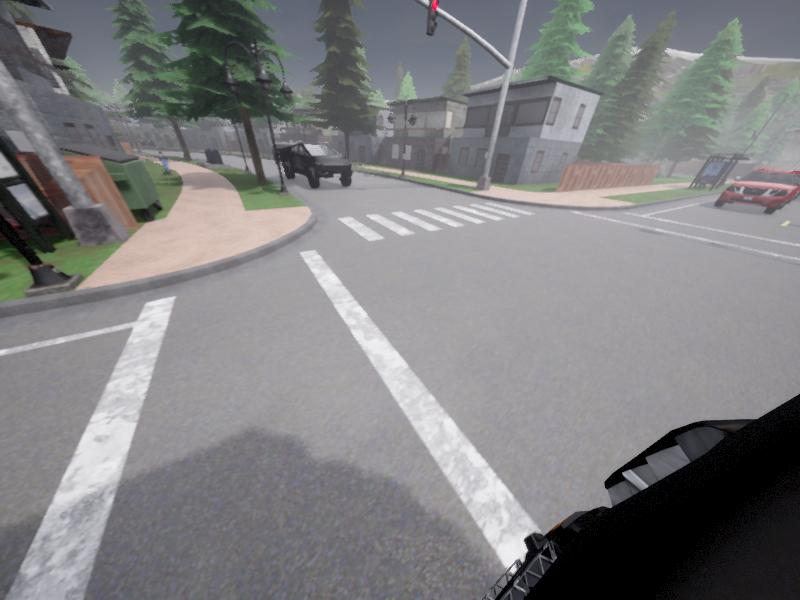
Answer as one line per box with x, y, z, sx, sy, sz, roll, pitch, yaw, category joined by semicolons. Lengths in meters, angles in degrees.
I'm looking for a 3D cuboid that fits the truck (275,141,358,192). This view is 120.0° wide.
-5.305;-8.427;14.301;2.390;2.098;6.274;-22;41;-33;truck

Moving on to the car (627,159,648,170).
55.344;-31.582;53.823;3.866;1.878;1.905;-17;38;-27;car

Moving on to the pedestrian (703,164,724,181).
40.377;-16.410;29.786;0.751;1.860;0.751;-18;39;-29;pedestrian

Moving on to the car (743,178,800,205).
27.902;-8.084;17.050;4.181;1.385;1.994;-16;38;-26;car

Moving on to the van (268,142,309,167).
-11.608;-15.136;24.014;4.442;1.987;1.775;28;41;33;van

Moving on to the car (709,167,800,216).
21.002;-6.397;13.363;5.566;2.045;2.150;-16;38;-26;car

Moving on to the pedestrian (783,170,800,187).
51.052;-15.690;29.804;0.751;1.860;0.751;-15;38;-25;pedestrian

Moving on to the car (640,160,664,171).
56.983;-30.449;52.241;4.605;1.855;1.932;-17;38;-27;car

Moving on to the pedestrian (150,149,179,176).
-13.582;-7.942;13.333;0.751;1.300;0.751;-24;42;-35;pedestrian
